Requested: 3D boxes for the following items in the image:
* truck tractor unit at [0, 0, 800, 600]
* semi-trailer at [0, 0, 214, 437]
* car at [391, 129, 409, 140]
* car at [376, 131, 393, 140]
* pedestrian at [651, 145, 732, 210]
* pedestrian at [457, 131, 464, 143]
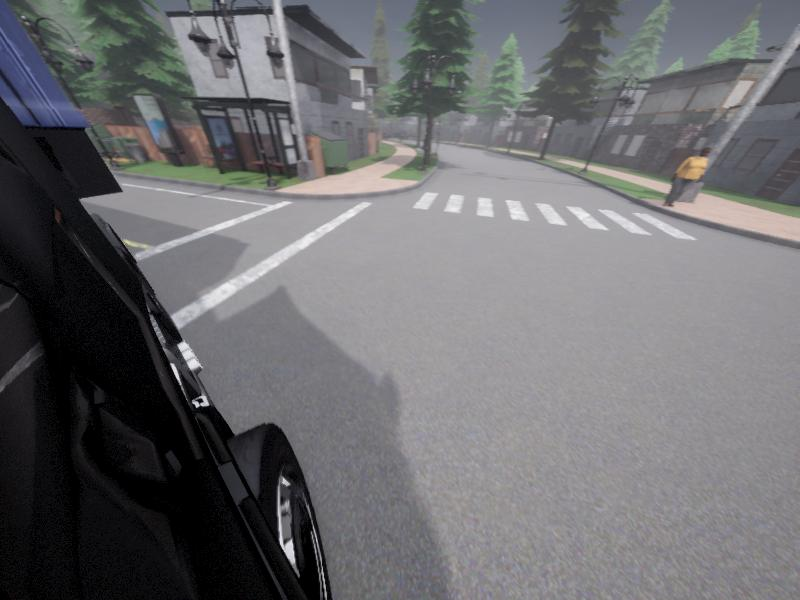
[{"bbox_3d":[-2.645,-0.295,0.352,6.516,4.208,3.053,28,44,30],"label":"truck tractor unit"},{"bbox_3d":[-9.651,-2.679,2.970,14.254,4.402,2.717,15,38,17],"label":"semi-trailer"},{"bbox_3d":[-0.087,-37.547,52.464,1.932,1.855,4.605,-19,42,-26],"label":"car"},{"bbox_3d":[-3.535,-36.739,51.600,1.994,1.385,4.181,-21,43,-28],"label":"car"},{"bbox_3d":[10.050,-4.273,8.095,0.751,1.860,0.751,17,39,19],"label":"pedestrian"},{"bbox_3d":[11.832,-31.895,45.304,0.751,1.860,0.751,19,40,21],"label":"pedestrian"}]
